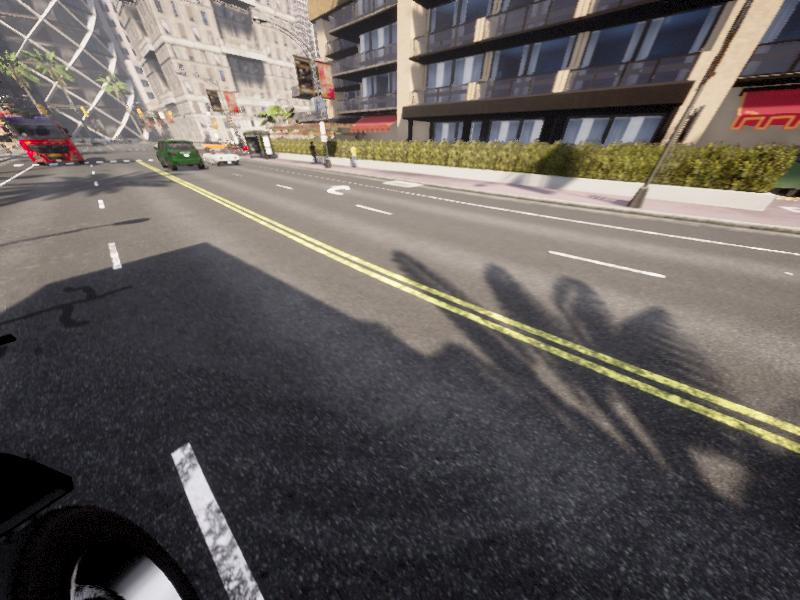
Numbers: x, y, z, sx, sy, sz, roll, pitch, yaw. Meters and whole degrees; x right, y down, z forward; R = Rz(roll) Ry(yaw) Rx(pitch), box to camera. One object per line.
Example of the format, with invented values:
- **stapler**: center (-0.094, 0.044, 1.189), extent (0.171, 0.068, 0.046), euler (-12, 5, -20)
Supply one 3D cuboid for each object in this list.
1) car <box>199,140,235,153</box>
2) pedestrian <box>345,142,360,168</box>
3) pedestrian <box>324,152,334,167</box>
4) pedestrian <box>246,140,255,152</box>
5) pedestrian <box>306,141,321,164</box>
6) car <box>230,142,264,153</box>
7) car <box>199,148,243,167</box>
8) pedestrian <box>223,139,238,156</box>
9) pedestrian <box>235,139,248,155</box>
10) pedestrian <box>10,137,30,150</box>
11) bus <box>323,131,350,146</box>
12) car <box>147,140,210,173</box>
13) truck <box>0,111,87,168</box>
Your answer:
- **car**: center (-32.929, -27.678, 41.623), extent (4.553, 1.767, 2.097), euler (-25, 42, -32)
- **pedestrian**: center (-3.980, -12.318, 19.630), extent (0.751, 1.860, 0.751), euler (25, 42, 31)
- **pedestrian**: center (-6.344, -12.563, 20.613), extent (0.500, 1.100, 0.500), euler (29, 44, 34)
- **pedestrian**: center (-28.996, -29.903, 44.765), extent (0.751, 1.860, 0.751), euler (15, 37, 19)
- **pedestrian**: center (-8.610, -14.704, 22.987), extent (0.751, 1.860, 0.751), euler (27, 43, 33)
- **car**: center (-27.656, -27.636, 41.868), extent (2.007, 1.525, 4.514), euler (30, 44, 35)
- **car**: center (-17.618, -14.009, 22.672), extent (4.718, 1.301, 1.895), euler (27, 43, 33)
- **pedestrian**: center (-23.310, -20.970, 31.772), extent (0.751, 1.860, 0.751), euler (19, 39, 25)
- **pedestrian**: center (-23.346, -22.538, 34.019), extent (0.751, 1.860, 0.751), euler (-2, 35, -4)
- **pedestrian**: center (-64.196, -26.414, 39.031), extent (0.751, 1.860, 0.751), euler (-9, 36, -13)
- **bus**: center (-23.927, -60.377, 86.459), extent (10.273, 4.253, 3.944), euler (27, 43, 32)
- **car**: center (-18.467, -12.065, 19.220), extent (5.566, 2.045, 2.150), euler (26, 42, 32)
- **truck**: center (-33.553, -15.257, 22.035), extent (8.468, 3.827, 2.891), euler (28, 43, 33)
